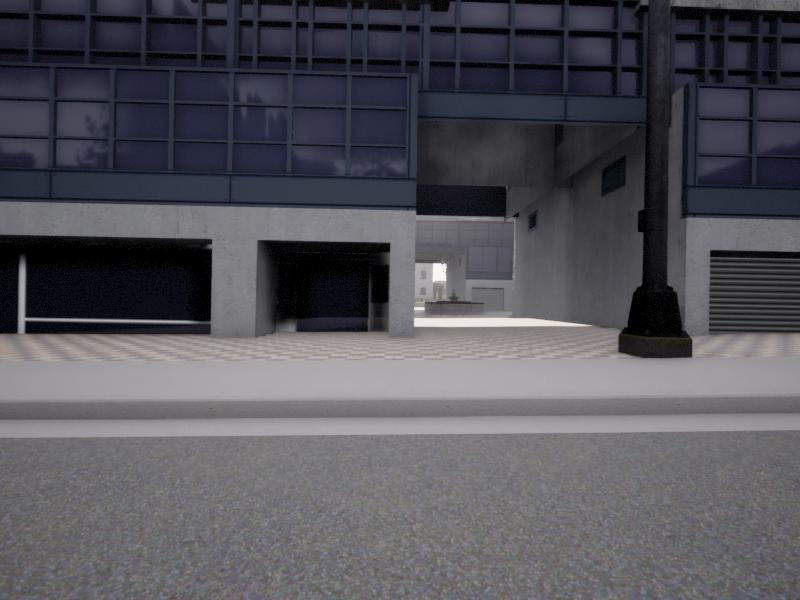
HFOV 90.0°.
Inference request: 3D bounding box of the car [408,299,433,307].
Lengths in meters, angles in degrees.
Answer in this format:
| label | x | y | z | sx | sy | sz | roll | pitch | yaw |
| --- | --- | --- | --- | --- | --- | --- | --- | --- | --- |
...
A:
| label | x | y | z | sx | sy | sz | roll | pitch | yaw |
| --- | --- | --- | --- | --- | --- | --- | --- | --- | --- |
| car | 3.796 | 0.568 | 74.559 | 4.514 | 1.525 | 2.007 | 1 | 0 | 4 |
